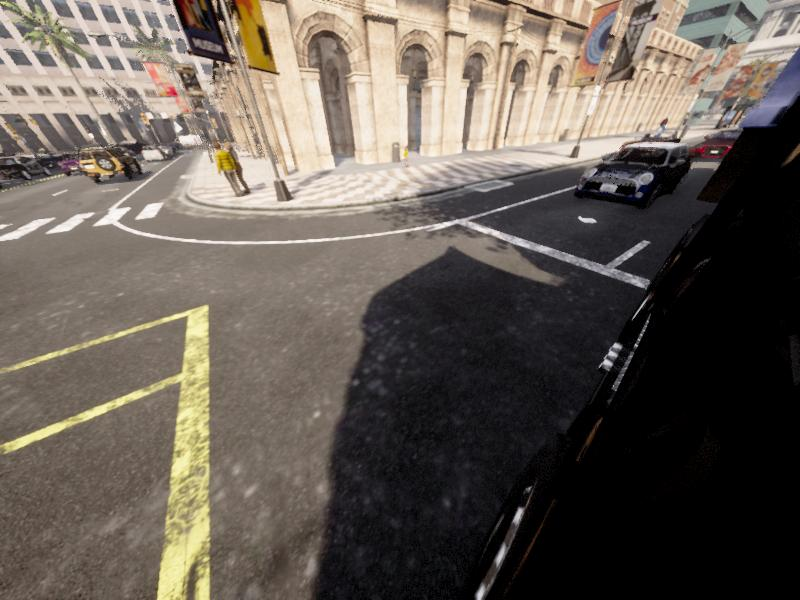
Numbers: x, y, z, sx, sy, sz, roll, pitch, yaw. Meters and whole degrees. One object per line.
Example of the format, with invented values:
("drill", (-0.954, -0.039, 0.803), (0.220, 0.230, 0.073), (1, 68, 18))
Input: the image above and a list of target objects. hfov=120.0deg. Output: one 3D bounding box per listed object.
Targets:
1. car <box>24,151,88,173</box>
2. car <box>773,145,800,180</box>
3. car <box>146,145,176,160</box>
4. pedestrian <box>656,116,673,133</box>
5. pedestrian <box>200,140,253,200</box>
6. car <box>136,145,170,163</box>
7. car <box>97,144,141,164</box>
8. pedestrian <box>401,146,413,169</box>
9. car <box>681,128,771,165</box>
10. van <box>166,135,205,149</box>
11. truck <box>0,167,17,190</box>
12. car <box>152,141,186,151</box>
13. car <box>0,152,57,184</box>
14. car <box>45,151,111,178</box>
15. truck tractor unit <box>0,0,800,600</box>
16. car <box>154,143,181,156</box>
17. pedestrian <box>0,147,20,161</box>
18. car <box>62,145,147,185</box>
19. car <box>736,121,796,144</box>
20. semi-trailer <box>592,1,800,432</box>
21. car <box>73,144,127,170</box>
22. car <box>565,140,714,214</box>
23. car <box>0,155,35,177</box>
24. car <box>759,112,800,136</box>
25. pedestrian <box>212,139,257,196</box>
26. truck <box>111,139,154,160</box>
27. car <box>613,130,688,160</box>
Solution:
("car", (-33.284, -13.491, 22.527), (1.994, 1.385, 4.181), (-22, 41, -24))
("car", (17.694, -5.976, 9.254), (4.974, 1.542, 2.038), (-24, 42, -25))
("car", (-32.090, -19.978, 31.168), (1.895, 1.301, 4.718), (-23, 41, -25))
("pedestrian", (37.301, -24.822, 32.629), (0.751, 1.860, 0.751), (-26, 43, -28))
("pedestrian", (-6.443, -4.866, 8.678), (0.751, 1.860, 0.751), (26, 45, 33))
("car", (-28.761, -17.176, 27.032), (1.845, 1.501, 3.633), (-23, 42, -25))
("car", (-33.587, -17.595, 27.793), (1.930, 1.638, 5.238), (-23, 41, -25))
("pedestrian", (0.404, -8.309, 13.487), (0.500, 1.100, 0.500), (-15, 39, -16))
("car", (18.304, -8.707, 12.996), (4.181, 1.385, 1.994), (-23, 42, -26))
("van", (-51.185, -37.940, 55.342), (6.366, 2.431, 2.351), (-23, 41, -25))
("truck", (-25.207, -6.936, 12.371), (2.627, 2.467, 5.204), (-24, 42, -26))
("car", (-49.218, -32.985, 49.414), (2.163, 1.488, 4.792), (3, 37, 8))
("car", (-29.161, -9.999, 17.389), (1.930, 1.638, 5.238), (-23, 42, -25))
("car", (-26.469, -11.388, 19.216), (1.816, 1.474, 4.193), (-23, 42, -25))
("truck tractor unit", (2.645, -0.295, 0.351), (6.516, 4.208, 3.053), (-28, 44, -30))
("car", (-36.138, -23.512, 36.048), (2.033, 1.411, 5.357), (-23, 41, -25))
("pedestrian", (-62.675, -23.367, 37.045), (0.751, 1.860, 0.751), (-23, 41, -25))
("car", (-19.394, -9.203, 15.528), (1.932, 1.855, 4.605), (-23, 41, -25))
("car", (30.916, -14.179, 19.526), (4.181, 1.385, 1.994), (-23, 42, -25))
("semi-trailer", (9.043, -3.342, 3.859), (14.254, 4.402, 2.717), (-24, 42, -26))
("car", (-29.779, -14.422, 23.118), (1.905, 1.878, 3.866), (-23, 42, -25))
("car", (7.615, -4.114, 7.431), (3.806, 1.475, 1.970), (-23, 42, -25))
("car", (-35.960, -12.019, 20.726), (1.994, 1.385, 4.181), (-24, 42, -26))
("car", (40.542, -18.569, 24.356), (3.866, 1.878, 1.905), (-24, 42, -25))
("pedestrian", (-6.514, -5.258, 9.205), (0.751, 1.860, 0.751), (-18, 39, -19))
("truck", (-38.130, -21.727, 33.200), (2.390, 2.098, 6.274), (-23, 41, -25))
("car", (16.563, -10.277, 15.249), (4.718, 1.301, 1.895), (-24, 42, -26))
